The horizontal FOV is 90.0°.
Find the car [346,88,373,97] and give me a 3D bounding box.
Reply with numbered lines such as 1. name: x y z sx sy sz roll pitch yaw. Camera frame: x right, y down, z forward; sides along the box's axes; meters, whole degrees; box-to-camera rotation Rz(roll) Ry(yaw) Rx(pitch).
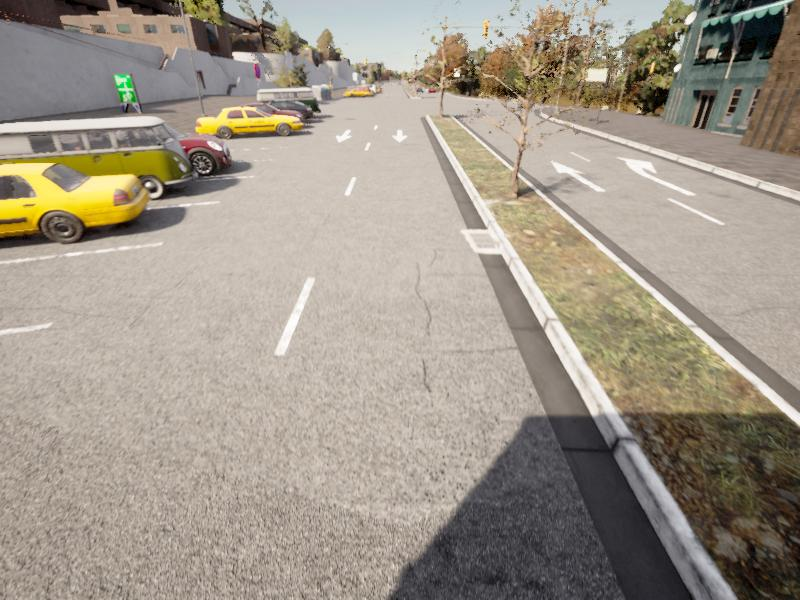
1. car: -8.112 -41.490 80.034 4.792 1.488 2.163 -11 30 -17

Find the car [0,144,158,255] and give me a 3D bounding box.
1. car: -8.243 -1.970 8.045 5.366 1.575 1.946 -11 32 -17

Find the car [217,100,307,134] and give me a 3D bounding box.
1. car: -8.076 -10.846 23.636 4.674 1.452 2.002 -11 31 -17

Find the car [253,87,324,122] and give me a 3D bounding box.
1. car: -7.969 -14.057 28.709 4.442 1.987 1.878 -11 31 -17

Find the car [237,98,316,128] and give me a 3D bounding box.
1. car: -8.070 -12.323 26.217 4.674 1.452 2.002 -11 32 -17

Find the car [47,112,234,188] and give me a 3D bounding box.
1. car: -8.103 -5.067 13.205 4.553 1.767 2.185 -11 31 -17

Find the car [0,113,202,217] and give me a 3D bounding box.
1. car: -7.966 -3.702 10.615 4.442 1.987 1.878 -11 31 -17

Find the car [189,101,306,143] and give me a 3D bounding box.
1. car: -7.900 -9.438 21.084 5.366 1.575 1.946 -11 31 -17

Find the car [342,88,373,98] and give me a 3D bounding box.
1. car: -7.913 -38.718 74.842 5.366 1.575 1.946 -11 30 -17

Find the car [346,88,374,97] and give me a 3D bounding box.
1. car: -8.261 -42.912 82.595 5.366 1.575 1.946 -11 30 -17

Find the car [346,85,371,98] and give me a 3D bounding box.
1. car: -7.980 -40.322 77.338 4.442 1.987 1.878 -11 30 -17
